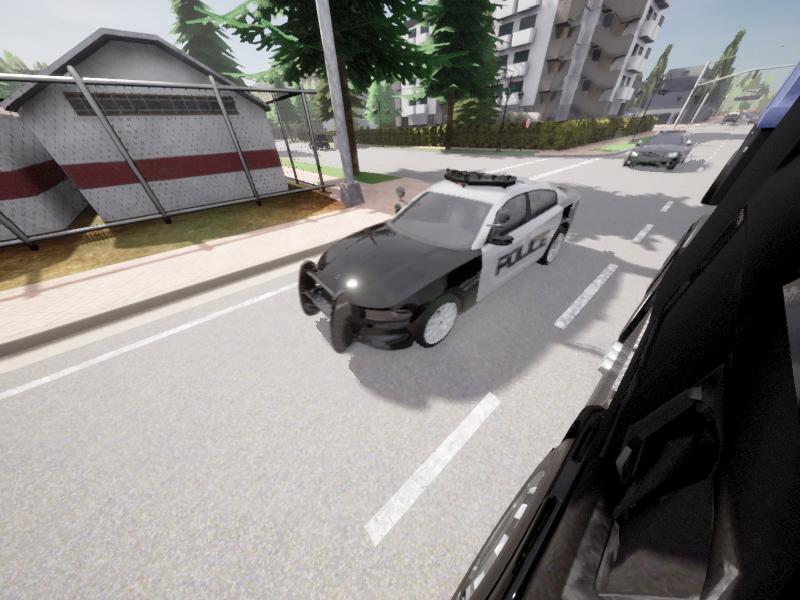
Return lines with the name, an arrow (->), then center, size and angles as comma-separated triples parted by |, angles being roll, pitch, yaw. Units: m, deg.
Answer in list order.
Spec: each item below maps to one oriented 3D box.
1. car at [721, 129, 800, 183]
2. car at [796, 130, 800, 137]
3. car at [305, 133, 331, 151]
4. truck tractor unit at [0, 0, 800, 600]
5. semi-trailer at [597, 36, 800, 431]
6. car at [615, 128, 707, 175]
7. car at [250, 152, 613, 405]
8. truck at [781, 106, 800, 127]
car -> 15.513, -6.060, 9.551 | 3.806, 1.475, 1.970 | -28, 43, -30
car -> 39.550, -16.262, 21.567 | 5.366, 1.575, 1.801 | -28, 44, -30
car -> -11.452, -22.082, 32.225 | 1.905, 1.878, 3.866 | -26, 43, -28
truck tractor unit -> 2.645, -0.295, 0.352 | 6.516, 4.208, 3.053 | -28, 44, -30
semi-trailer -> 8.729, -3.585, 4.195 | 14.254, 4.402, 2.717 | -28, 43, -29
car -> 13.465, -7.744, 11.869 | 4.974, 1.542, 2.038 | -28, 44, -30
car -> 1.017, -1.118, 3.702 | 5.238, 1.638, 1.930 | -29, 44, -30
truck -> 61.119, -26.721, 33.443 | 2.627, 2.467, 5.204 | -4, 37, -2
